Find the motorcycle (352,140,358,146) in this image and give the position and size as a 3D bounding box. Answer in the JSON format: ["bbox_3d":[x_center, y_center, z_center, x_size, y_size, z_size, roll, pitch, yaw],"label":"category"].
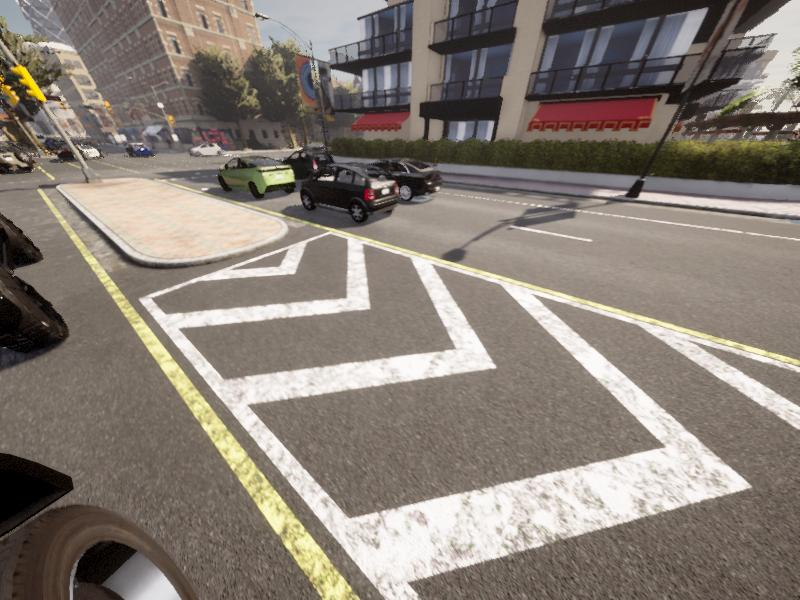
[{"bbox_3d":[-12.743,-44.607,65.796,0.764,1.277,2.356,-5,34,10],"label":"motorcycle"}]

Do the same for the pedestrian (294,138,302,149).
[{"bbox_3d":[-21.721,-33.432,49.264,0.751,1.860,0.751,7,36,10],"label":"pedestrian"}]

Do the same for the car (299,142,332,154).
[{"bbox_3d":[-14.262,-25.822,39.163,2.163,1.488,4.792,22,41,28],"label":"car"}]

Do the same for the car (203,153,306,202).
[{"bbox_3d":[-6.923,-5.957,10.983,4.514,1.525,2.007,22,41,28],"label":"car"}]

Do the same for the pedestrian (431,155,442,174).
[{"bbox_3d":[2.571,-9.586,16.288,0.500,1.100,0.500,22,40,27],"label":"pedestrian"}]

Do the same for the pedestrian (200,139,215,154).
[{"bbox_3d":[-28.952,-23.081,34.762,0.751,1.860,0.751,17,38,22],"label":"pedestrian"}]

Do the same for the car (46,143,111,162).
[{"bbox_3d":[-35.042,-16.335,25.455,2.038,1.542,4.974,-15,38,-20],"label":"car"}]

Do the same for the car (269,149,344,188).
[{"bbox_3d":[-5.533,-7.889,13.670,3.988,1.617,1.851,22,41,28],"label":"car"}]

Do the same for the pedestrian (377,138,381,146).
[{"bbox_3d":[-6.014,-46.120,67.425,0.751,1.860,0.751,-22,41,-28],"label":"pedestrian"}]

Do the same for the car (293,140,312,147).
[{"bbox_3d":[-27.072,-43.600,64.242,4.611,1.667,2.242,22,41,28],"label":"car"}]

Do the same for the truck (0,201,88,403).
[{"bbox_3d":[-7.007,-0.584,2.856,6.274,2.098,2.390,22,41,28],"label":"truck"}]

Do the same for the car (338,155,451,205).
[{"bbox_3d":[-0.369,-5.714,10.726,4.892,1.490,1.837,22,41,28],"label":"car"}]

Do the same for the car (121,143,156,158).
[{"bbox_3d":[-34.197,-19.640,30.206,3.806,1.475,1.970,22,41,28],"label":"car"}]

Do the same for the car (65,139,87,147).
[{"bbox_3d":[-77.149,-37.318,54.943,4.902,1.511,2.128,22,41,28],"label":"car"}]

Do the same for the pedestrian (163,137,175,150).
[{"bbox_3d":[-42.449,-28.807,42.507,0.751,1.860,0.751,23,41,29],"label":"pedestrian"}]

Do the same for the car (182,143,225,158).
[{"bbox_3d":[-25.847,-19.872,30.567,1.845,1.501,3.633,22,41,28],"label":"car"}]

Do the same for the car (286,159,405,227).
[{"bbox_3d":[-1.876,-3.890,8.071,3.705,1.549,1.789,22,41,28],"label":"car"}]

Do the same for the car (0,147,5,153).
[{"bbox_3d":[-63.076,-23.653,35.151,5.566,2.045,2.150,22,41,28],"label":"car"}]

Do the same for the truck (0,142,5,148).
[{"bbox_3d":[-85.670,-33.137,48.034,5.204,2.467,2.627,22,41,28],"label":"truck"}]

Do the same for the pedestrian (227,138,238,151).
[{"bbox_3d":[-29.183,-27.183,40.323,0.751,1.860,0.751,22,41,28],"label":"pedestrian"}]

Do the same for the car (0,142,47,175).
[{"bbox_3d":[-29.079,-9.790,15.926,4.605,1.855,1.932,-7,36,-12],"label":"car"}]

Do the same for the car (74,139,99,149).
[{"bbox_3d":[-65.093,-32.413,47.961,4.974,1.542,2.038,22,41,28],"label":"car"}]

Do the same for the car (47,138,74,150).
[{"bbox_3d":[-66.191,-30.513,45.005,4.605,1.855,1.932,22,41,28],"label":"car"}]
